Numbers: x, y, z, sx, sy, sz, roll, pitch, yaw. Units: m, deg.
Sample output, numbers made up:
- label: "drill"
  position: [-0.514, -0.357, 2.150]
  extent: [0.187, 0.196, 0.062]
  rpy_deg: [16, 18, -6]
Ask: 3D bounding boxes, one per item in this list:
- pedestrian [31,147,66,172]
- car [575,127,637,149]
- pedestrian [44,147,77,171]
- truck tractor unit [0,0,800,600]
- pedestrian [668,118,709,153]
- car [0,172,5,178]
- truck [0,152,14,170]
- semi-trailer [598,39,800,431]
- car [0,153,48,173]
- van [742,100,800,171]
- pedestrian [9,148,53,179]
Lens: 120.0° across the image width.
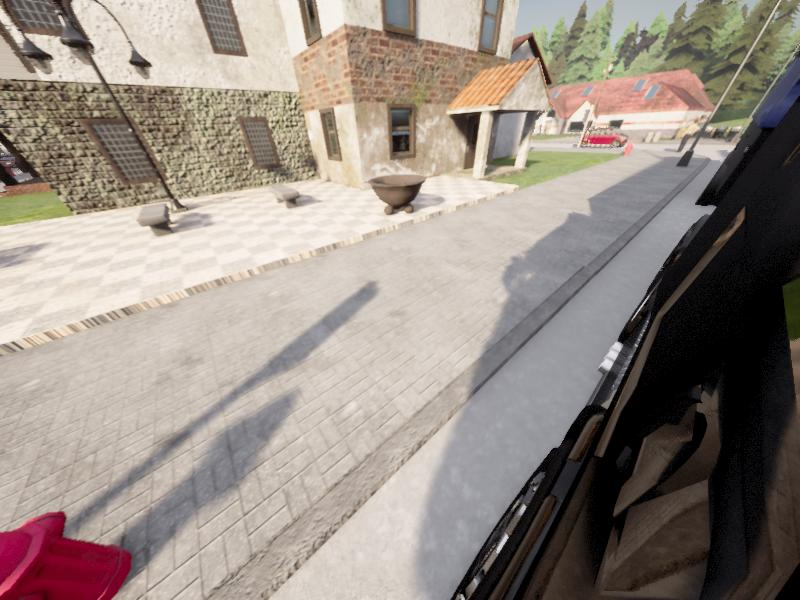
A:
- label: "pedestrian"
  position: [-32.834, -13.156, 21.614]
  extent: [0.751, 1.860, 0.751]
  rpy_deg: [-24, 41, -26]
- label: "car"
  position: [19.130, -15.134, 21.602]
  extent: [1.789, 1.549, 3.705]
  rpy_deg: [-27, 43, -30]
- label: "pedestrian"
  position: [-32.044, -13.364, 21.848]
  extent: [0.751, 1.860, 0.751]
  rpy_deg: [-27, 43, -29]
- label: "truck tractor unit"
  position: [2.645, -0.295, 0.351]
  extent: [6.516, 4.208, 3.053]
  rpy_deg: [-28, 44, -30]
- label: "pedestrian"
  position: [19.670, -11.215, 15.809]
  extent: [0.751, 1.860, 0.751]
  rpy_deg: [10, 38, 16]
- label: "car"
  position: [-35.314, -10.430, 18.715]
  extent: [1.994, 1.385, 4.181]
  rpy_deg: [-27, 43, -30]
- label: "truck"
  position: [-47.005, -15.736, 24.522]
  extent: [2.891, 3.827, 8.468]
  rpy_deg: [-28, 43, -30]
- label: "semi-trailer"
  position: [8.694, -3.593, 4.252]
  extent: [14.254, 4.402, 2.717]
  rpy_deg: [-28, 43, -30]
- label: "car"
  position: [-42.390, -15.351, 25.766]
  extent: [2.033, 1.411, 5.357]
  rpy_deg: [-27, 43, -30]
- label: "van"
  position: [19.782, -8.195, 11.372]
  extent: [5.915, 2.561, 1.988]
  rpy_deg: [-31, 45, -33]
- label: "pedestrian"
  position: [-27.926, -10.359, 17.541]
  extent: [0.751, 1.860, 0.751]
  rpy_deg: [-24, 42, -26]
